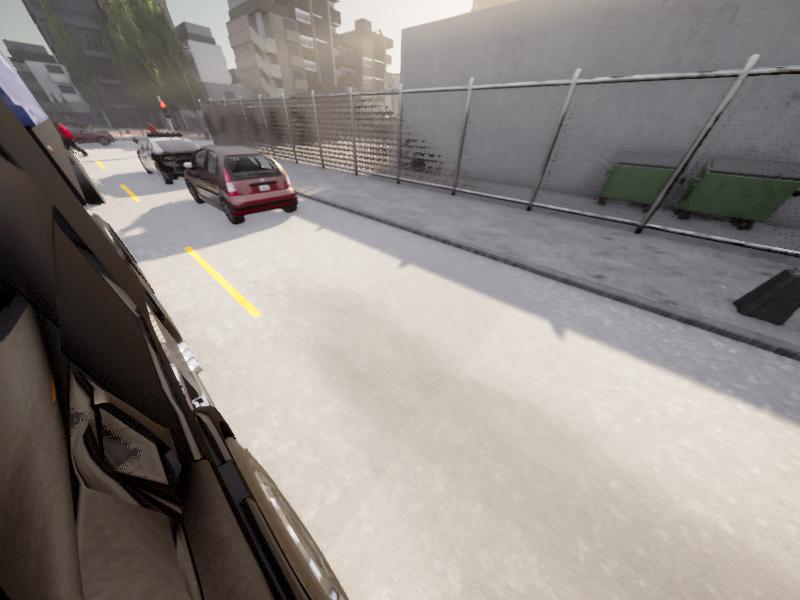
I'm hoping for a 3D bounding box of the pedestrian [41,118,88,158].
[{"bbox_3d":[-19.602,-9.471,13.546,0.751,1.860,0.751,27,44,29],"label":"pedestrian"}]

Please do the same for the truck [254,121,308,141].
[{"bbox_3d":[-16.926,-24.300,33.253,2.390,2.098,6.274,28,44,30],"label":"truck"}]

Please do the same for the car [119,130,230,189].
[{"bbox_3d":[-9.889,-6.298,10.086,5.238,1.638,1.930,27,44,29],"label":"car"}]

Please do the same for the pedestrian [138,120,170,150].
[{"bbox_3d":[-19.313,-12.952,18.190,0.751,1.860,0.751,6,37,4],"label":"pedestrian"}]

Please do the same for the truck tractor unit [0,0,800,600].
[{"bbox_3d":[-2.645,-0.295,0.352,6.516,4.208,3.053,28,44,30],"label":"truck tractor unit"}]

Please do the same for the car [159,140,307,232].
[{"bbox_3d":[-4.815,-3.526,6.710,3.988,1.617,1.851,28,44,30],"label":"car"}]

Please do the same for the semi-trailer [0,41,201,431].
[{"bbox_3d":[-8.688,-3.602,4.253,14.254,4.402,2.717,28,44,30],"label":"semi-trailer"}]

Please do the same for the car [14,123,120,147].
[{"bbox_3d":[-26.794,-13.465,18.847,1.812,1.442,4.674,28,44,30],"label":"car"}]

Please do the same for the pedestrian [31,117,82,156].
[{"bbox_3d":[-20.804,-9.903,14.054,0.751,1.860,0.751,15,39,16],"label":"pedestrian"}]

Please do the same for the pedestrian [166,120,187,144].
[{"bbox_3d":[-22.247,-16.719,23.037,0.751,1.860,0.751,-29,47,-35],"label":"pedestrian"}]

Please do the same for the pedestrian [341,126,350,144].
[{"bbox_3d":[-7.114,-21.566,30.149,0.751,1.860,0.751,15,39,16],"label":"pedestrian"}]
